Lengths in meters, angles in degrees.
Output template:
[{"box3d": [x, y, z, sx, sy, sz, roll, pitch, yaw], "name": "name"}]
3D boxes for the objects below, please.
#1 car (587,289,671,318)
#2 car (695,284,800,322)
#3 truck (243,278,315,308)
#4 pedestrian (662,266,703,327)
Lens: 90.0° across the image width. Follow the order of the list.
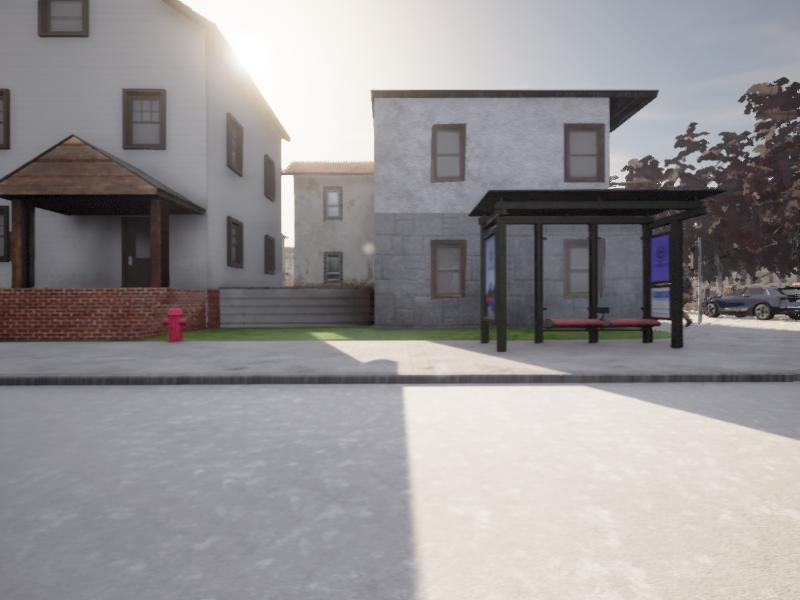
[{"box3d": [13.223, 0.191, 23.571, 2.128, 1.511, 4.902, 0, 0, 0], "name": "car"}, {"box3d": [17.511, 0.117, 19.807, 2.033, 1.649, 4.856, 0, 0, -3], "name": "car"}, {"box3d": [-15.630, -0.860, 51.951, 8.468, 3.827, 2.891, 0, 0, -1], "name": "truck"}, {"box3d": [8.903, -0.105, 12.629, 0.751, 1.860, 0.751, 0, 0, 3], "name": "pedestrian"}]
